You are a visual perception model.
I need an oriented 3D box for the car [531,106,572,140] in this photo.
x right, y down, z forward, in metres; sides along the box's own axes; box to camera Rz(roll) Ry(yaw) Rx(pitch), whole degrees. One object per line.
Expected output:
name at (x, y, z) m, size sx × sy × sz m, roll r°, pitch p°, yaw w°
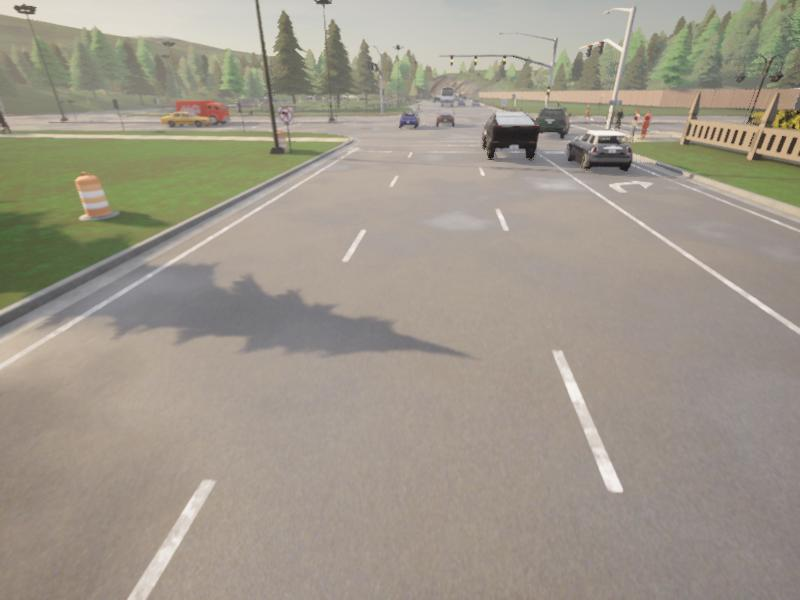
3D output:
car at (11.508, -13.436, 30.148) m, size 2.150 × 2.045 × 5.566 m, roll 11°, pitch 29°, yaw 21°

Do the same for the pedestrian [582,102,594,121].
pedestrian at (20.645, -20.747, 43.966) m, size 0.751 × 1.860 × 0.751 m, roll 4°, pitch 28°, yaw 8°

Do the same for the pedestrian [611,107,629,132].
pedestrian at (18.409, -15.162, 33.537) m, size 0.751 × 1.860 × 0.751 m, roll 3°, pitch 28°, yaw 7°

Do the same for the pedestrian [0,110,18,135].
pedestrian at (-32.208, -14.456, 32.552) m, size 0.751 × 1.860 × 0.751 m, roll 5°, pitch 28°, yaw 11°

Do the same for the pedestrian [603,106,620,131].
pedestrian at (18.177, -15.626, 34.436) m, size 0.751 × 1.860 × 0.751 m, roll 2°, pitch 27°, yaw 5°

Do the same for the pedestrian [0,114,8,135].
pedestrian at (-33.227, -14.572, 32.791) m, size 0.751 × 1.860 × 0.751 m, roll 5°, pitch 28°, yaw 10°

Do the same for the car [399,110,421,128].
car at (1.001, -18.054, 39.842) m, size 1.816 × 1.474 × 4.193 m, roll 3°, pitch 28°, yaw 6°

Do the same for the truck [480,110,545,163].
truck at (5.788, -8.959, 21.519) m, size 2.390 × 2.098 × 6.274 m, roll 3°, pitch 28°, yaw 7°

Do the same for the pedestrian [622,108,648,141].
pedestrian at (15.182, -11.344, 25.872) m, size 0.751 × 1.860 × 0.751 m, roll -3°, pitch 27°, yaw -5°

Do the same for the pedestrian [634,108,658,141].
pedestrian at (15.878, -11.330, 25.835) m, size 0.751 × 1.860 × 0.751 m, roll 19°, pitch 33°, yaw 33°

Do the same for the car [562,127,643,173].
car at (8.933, -6.859, 18.093) m, size 1.970 × 1.475 × 3.806 m, roll 2°, pitch 27°, yaw 6°

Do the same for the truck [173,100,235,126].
truck at (-21.634, -20.776, 44.338) m, size 5.204 × 2.467 × 2.627 m, roll 3°, pitch 28°, yaw 6°

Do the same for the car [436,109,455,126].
car at (4.792, -19.203, 42.044) m, size 1.812 × 1.442 × 4.674 m, roll 3°, pitch 27°, yaw 6°

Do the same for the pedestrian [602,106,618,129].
pedestrian at (18.717, -16.289, 35.710) m, size 0.751 × 1.860 × 0.751 m, roll 3°, pitch 28°, yaw 7°

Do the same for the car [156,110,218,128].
car at (-22.024, -18.780, 41.455) m, size 5.366 × 1.575 × 1.801 m, roll 3°, pitch 28°, yaw 6°

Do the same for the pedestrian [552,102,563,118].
pedestrian at (19.998, -24.124, 50.832) m, size 0.751 × 1.860 × 0.751 m, roll -1°, pitch 27°, yaw 0°

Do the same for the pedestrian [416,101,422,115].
pedestrian at (2.909, -29.508, 61.474) m, size 0.751 × 1.860 × 0.751 m, roll 4°, pitch 28°, yaw 8°

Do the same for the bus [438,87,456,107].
bus at (11.617, -50.221, 98.824) m, size 3.944 × 4.253 × 10.273 m, roll 3°, pitch 28°, yaw 6°
